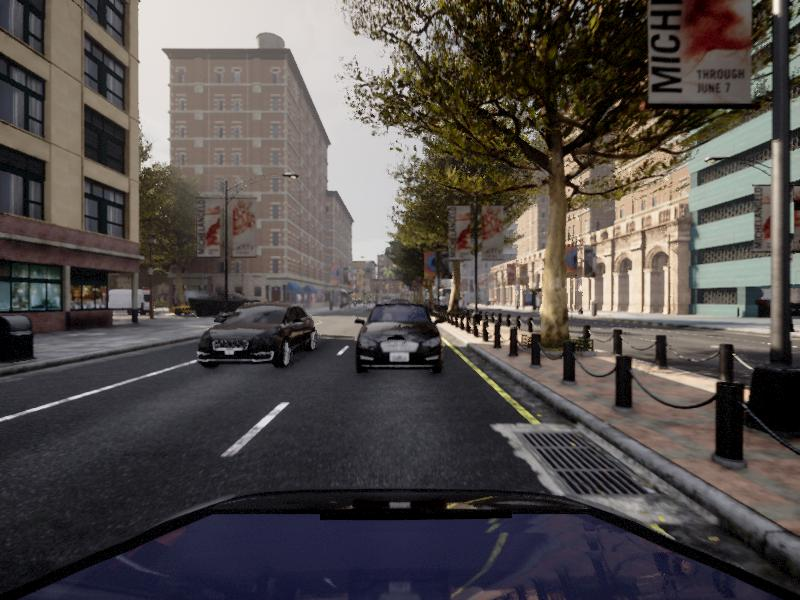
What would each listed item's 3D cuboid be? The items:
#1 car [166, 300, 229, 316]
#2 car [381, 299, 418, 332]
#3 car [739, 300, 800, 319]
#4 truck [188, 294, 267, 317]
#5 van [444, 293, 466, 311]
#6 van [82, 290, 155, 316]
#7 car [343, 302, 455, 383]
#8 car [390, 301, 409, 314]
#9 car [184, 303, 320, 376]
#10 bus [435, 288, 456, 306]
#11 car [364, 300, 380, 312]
[{"bbox_3d":[-20.284,0.742,40.245,5.366,1.575,1.801,0,0,-2],"label":"car"},{"bbox_3d":[-0.034,0.756,21.617,1.851,1.617,3.988,0,0,0],"label":"car"},{"bbox_3d":[30.770,0.708,32.655,2.161,1.482,4.786,0,0,0],"label":"car"},{"bbox_3d":[-15.720,0.489,36.707,6.274,2.098,2.390,0,0,0],"label":"truck"},{"bbox_3d":[7.918,0.293,58.114,2.351,2.431,6.366,0,0,0],"label":"van"},{"bbox_3d":[-28.094,0.264,40.088,5.915,2.561,1.988,0,0,-1],"label":"van"},{"bbox_3d":[-0.015,0.820,10.071,2.128,1.511,4.902,0,0,0],"label":"car"},{"bbox_3d":[-0.069,0.825,47.163,2.033,1.411,5.357,0,0,0],"label":"car"},{"bbox_3d":[-3.524,0.829,10.677,1.837,1.490,4.892,0,0,0],"label":"car"},{"bbox_3d":[11.238,-0.683,99.548,3.944,4.253,10.273,0,0,0],"label":"bus"},{"bbox_3d":[-3.576,0.751,52.289,1.845,1.501,3.633,0,0,0],"label":"car"}]
